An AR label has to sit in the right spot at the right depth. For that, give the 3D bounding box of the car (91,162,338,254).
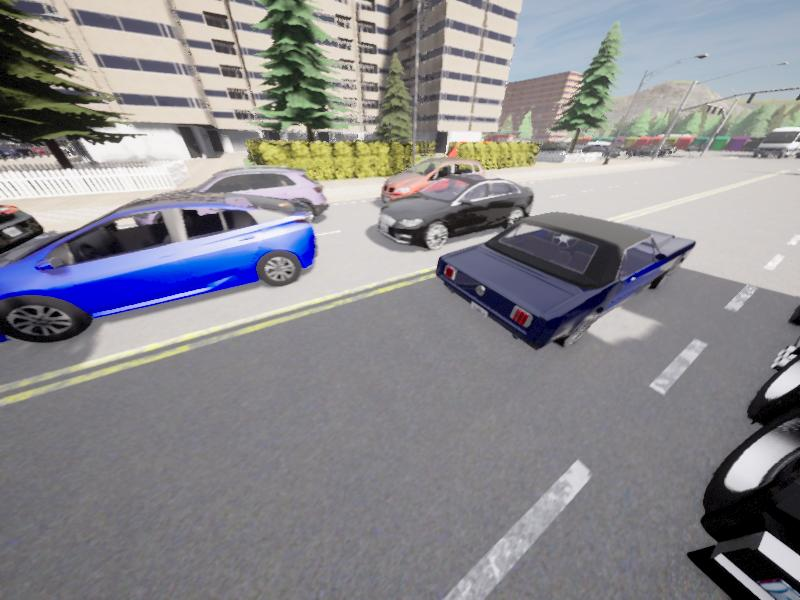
[{"bbox_3d":[-4.632,-2.985,6.839,4.856,1.649,2.033,-18,39,-24],"label":"car"}]

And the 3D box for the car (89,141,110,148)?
[{"bbox_3d":[-81.563,-42.222,62.759,1.994,1.385,4.181,-18,39,-24],"label":"car"}]

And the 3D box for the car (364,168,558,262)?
[{"bbox_3d":[1.735,-2.698,6.590,4.902,1.511,2.128,-18,39,-24],"label":"car"}]

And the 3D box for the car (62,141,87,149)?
[{"bbox_3d":[-83.033,-39.744,59.047,1.801,1.575,5.366,-18,39,-24],"label":"car"}]

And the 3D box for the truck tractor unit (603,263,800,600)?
[{"bbox_3d":[5.109,-0.301,0.795,6.516,4.208,3.053,-18,39,-24],"label":"truck tractor unit"}]

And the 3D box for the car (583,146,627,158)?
[{"bbox_3d":[34.241,-24.786,38.691,2.128,1.511,4.902,-18,39,-25],"label":"car"}]

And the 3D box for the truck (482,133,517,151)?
[{"bbox_3d":[27.598,-44.256,64.610,2.891,3.827,8.468,-18,39,-25],"label":"truck"}]

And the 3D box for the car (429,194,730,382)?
[{"bbox_3d":[3.027,-0.723,3.949,4.718,1.301,1.895,-18,39,-24],"label":"car"}]

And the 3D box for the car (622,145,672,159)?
[{"bbox_3d":[41.798,-25.228,39.286,1.930,1.638,5.238,-17,39,-23],"label":"car"}]

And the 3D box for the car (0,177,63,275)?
[{"bbox_3d":[-10.660,-0.990,3.995,4.974,1.542,2.038,-18,39,-24],"label":"car"}]

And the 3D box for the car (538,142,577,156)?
[{"bbox_3d":[30.059,-29.140,44.446,2.150,2.045,5.566,-18,39,-25],"label":"car"}]

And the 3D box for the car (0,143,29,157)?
[{"bbox_3d":[-56.468,-21.273,32.754,2.128,1.511,4.902,-18,39,-24],"label":"car"}]

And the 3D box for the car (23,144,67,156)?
[{"bbox_3d":[-54.287,-23.045,35.450,1.994,1.385,4.181,-18,39,-24],"label":"car"}]

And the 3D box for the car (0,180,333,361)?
[{"bbox_3d":[-3.784,-0.913,3.955,4.514,1.525,2.007,-18,39,-24],"label":"car"}]

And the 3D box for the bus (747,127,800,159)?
[{"bbox_3d":[65.698,-26.858,39.567,10.273,4.253,3.944,-17,38,-24],"label":"bus"}]

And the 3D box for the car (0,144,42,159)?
[{"bbox_3d":[-51.022,-19.835,30.769,1.816,1.474,4.193,-18,39,-24],"label":"car"}]

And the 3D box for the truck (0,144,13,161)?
[{"bbox_3d":[-47.299,-16.303,25.176,2.390,2.098,6.274,-17,38,-23],"label":"truck"}]

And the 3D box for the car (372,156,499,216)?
[{"bbox_3d":[1.461,-4.981,9.732,4.611,1.667,2.242,-18,39,-25],"label":"car"}]
